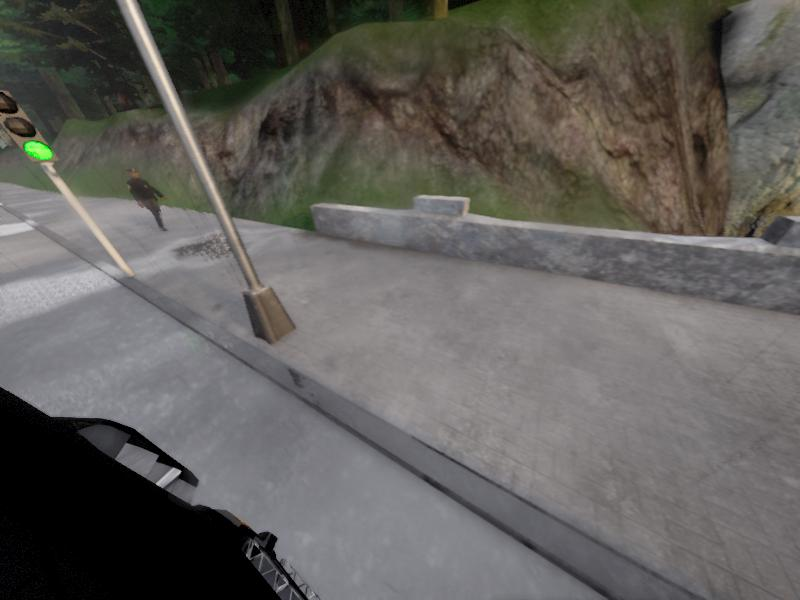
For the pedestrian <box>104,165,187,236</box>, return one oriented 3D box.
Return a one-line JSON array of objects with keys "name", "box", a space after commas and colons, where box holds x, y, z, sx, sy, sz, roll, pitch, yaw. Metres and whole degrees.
[{"name": "pedestrian", "box": [-7.702, -3.030, 7.091, 0.751, 1.860, 0.751, 10, 36, 19]}]
